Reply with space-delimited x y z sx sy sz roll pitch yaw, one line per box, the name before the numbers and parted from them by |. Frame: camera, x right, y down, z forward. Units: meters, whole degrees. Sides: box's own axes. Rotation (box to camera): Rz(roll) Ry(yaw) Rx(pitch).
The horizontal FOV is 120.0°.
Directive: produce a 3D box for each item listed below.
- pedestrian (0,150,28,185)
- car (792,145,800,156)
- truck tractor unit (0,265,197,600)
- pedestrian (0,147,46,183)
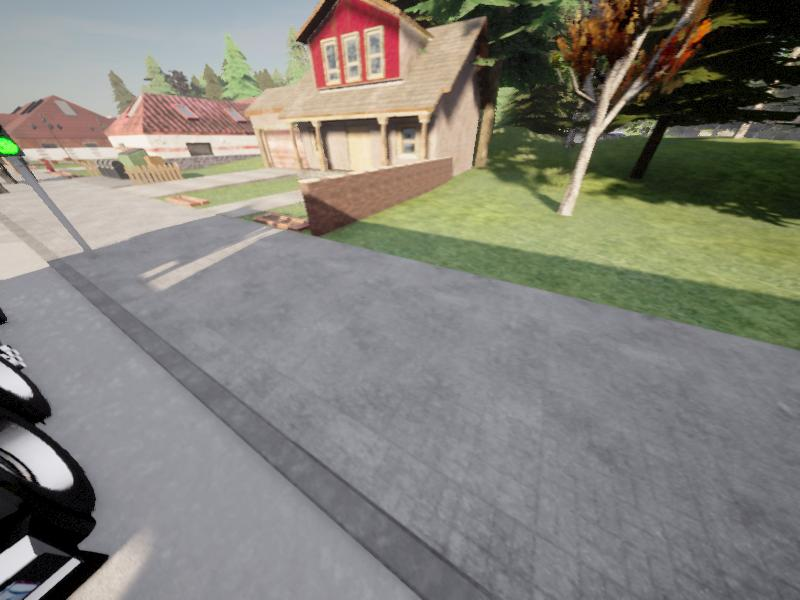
pedestrian | -23.596 -7.830 13.580 0.751 1.860 0.751 5 35 8
car | 65.124 -23.193 35.863 1.812 1.442 4.674 11 37 16
truck tractor unit | -5.114 -0.299 0.774 6.516 4.208 3.053 18 39 24
pedestrian | -23.308 -8.320 14.281 0.751 1.860 0.751 24 41 30
